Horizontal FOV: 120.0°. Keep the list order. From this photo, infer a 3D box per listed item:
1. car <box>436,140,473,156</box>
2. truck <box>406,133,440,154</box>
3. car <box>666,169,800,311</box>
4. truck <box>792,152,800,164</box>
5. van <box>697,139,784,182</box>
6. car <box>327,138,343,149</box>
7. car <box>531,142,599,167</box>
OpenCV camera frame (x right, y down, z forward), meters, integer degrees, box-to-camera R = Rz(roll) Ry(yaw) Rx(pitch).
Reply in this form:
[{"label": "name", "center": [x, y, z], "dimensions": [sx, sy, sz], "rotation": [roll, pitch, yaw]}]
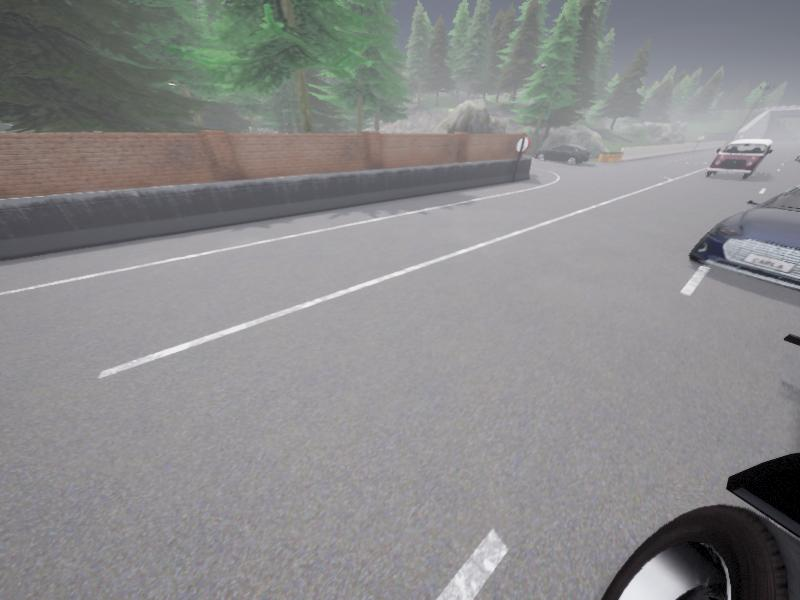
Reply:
[{"label": "car", "center": [7.473, -21.136, 32.060], "dimensions": [2.033, 1.649, 4.856], "rotation": [-22, 40, -27]}, {"label": "truck", "center": [3.509, -24.797, 36.554], "dimensions": [2.627, 2.467, 5.204], "rotation": [-21, 40, -27]}, {"label": "car", "center": [8.184, -1.413, 4.430], "dimensions": [4.856, 1.649, 2.033], "rotation": [-15, 38, -20]}, {"label": "truck", "center": [40.817, -14.517, 22.002], "dimensions": [5.204, 2.467, 2.627], "rotation": [-22, 41, -28]}, {"label": "van", "center": [21.408, -8.883, 14.554], "dimensions": [4.480, 2.038, 2.069], "rotation": [-22, 41, -28]}, {"label": "car", "center": [-15.037, -36.418, 53.702], "dimensions": [1.932, 1.855, 4.605], "rotation": [-20, 39, -26]}, {"label": "car", "center": [15.721, -14.119, 22.305], "dimensions": [1.837, 1.490, 4.892], "rotation": [-24, 45, -29]}]
